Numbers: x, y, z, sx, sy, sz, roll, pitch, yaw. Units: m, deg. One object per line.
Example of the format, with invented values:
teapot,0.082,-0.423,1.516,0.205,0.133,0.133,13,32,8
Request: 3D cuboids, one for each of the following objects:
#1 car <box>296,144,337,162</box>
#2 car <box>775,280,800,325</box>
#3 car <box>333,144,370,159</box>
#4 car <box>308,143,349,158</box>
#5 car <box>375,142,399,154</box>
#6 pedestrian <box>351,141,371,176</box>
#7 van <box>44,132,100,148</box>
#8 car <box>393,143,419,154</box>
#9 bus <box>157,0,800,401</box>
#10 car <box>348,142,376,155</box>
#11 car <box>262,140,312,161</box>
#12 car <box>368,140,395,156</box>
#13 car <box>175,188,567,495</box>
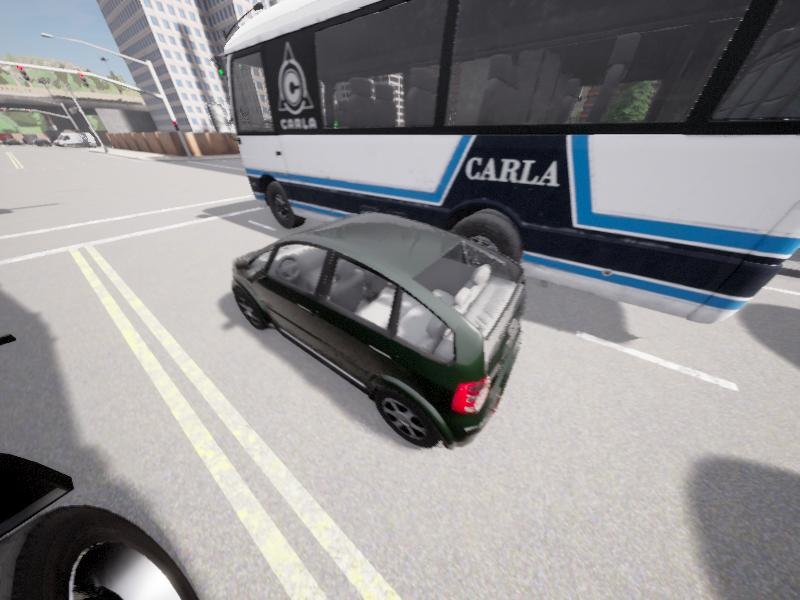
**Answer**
car,-9.494,-16.862,26.440,1.970,1.475,3.806,23,41,28
car,7.614,0.644,1.615,4.611,1.667,2.242,22,41,28
car,-6.179,-19.516,30.263,1.812,1.442,4.674,23,41,28
car,-9.553,-20.293,31.301,2.163,1.488,4.792,23,41,28
car,-2.204,-26.178,39.717,1.816,1.474,4.193,23,41,28
pedestrian,-2.453,-8.995,14.717,0.751,1.860,0.751,25,42,31
van,-67.287,-32.913,47.601,1.988,2.561,5.915,11,37,15
car,1.077,-25.349,38.555,1.837,1.490,4.892,23,41,28
bus,0.294,-3.320,4.928,10.273,4.253,3.944,22,41,28
car,-5.804,-23.353,35.564,1.851,1.617,3.988,23,41,28
car,-13.100,-17.575,27.069,1.932,1.855,4.605,24,42,30
car,-2.642,-22.532,34.183,1.905,1.878,3.866,22,41,28
car,-0.525,-0.171,2.796,3.705,1.549,1.789,22,41,28
